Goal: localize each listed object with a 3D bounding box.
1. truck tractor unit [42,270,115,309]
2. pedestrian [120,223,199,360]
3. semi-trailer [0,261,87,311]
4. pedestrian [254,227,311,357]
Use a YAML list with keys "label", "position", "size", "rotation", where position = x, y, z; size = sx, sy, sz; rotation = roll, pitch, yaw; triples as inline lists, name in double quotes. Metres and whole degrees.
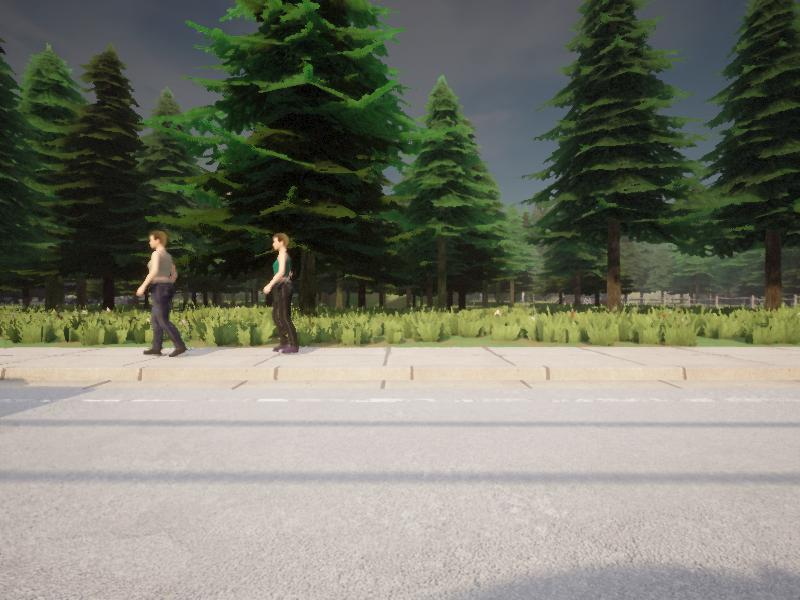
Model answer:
- label: "truck tractor unit"
  position: [-36.817, -1.114, 46.162]
  size: [3.053, 4.208, 6.516]
  rotation: [0, 0, 1]
- label: "pedestrian"
  position: [-3.476, -0.112, 5.848]
  size: [0.751, 1.860, 0.751]
  rotation: [0, 0, -8]
- label: "semi-trailer"
  position: [-36.831, -1.217, 38.250]
  size: [2.717, 4.402, 14.254]
  rotation: [0, 0, 0]
- label: "pedestrian"
  position: [-1.782, -0.113, 6.151]
  size: [0.751, 1.860, 0.751]
  rotation: [0, 0, -9]
